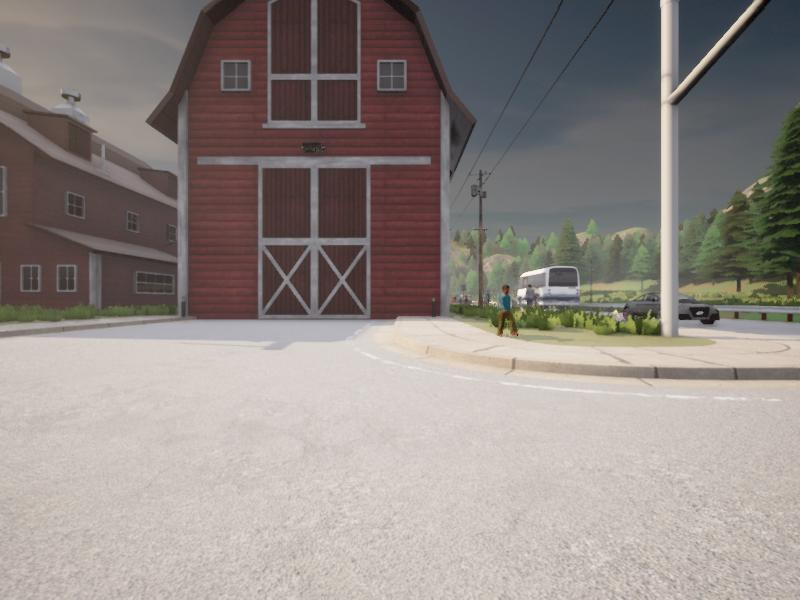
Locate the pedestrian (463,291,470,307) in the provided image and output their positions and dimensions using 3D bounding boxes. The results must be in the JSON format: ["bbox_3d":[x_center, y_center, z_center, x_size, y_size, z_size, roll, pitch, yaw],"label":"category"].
[{"bbox_3d":[7.883,-0.088,47.578,0.751,1.860,0.751,0,0,5],"label":"pedestrian"}]

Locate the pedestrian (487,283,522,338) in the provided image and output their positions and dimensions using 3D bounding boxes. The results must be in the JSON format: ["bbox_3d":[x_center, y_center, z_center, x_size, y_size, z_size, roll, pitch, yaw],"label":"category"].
[{"bbox_3d":[2.150,0.208,8.247,0.500,1.100,0.500,0,0,-28],"label":"pedestrian"}]

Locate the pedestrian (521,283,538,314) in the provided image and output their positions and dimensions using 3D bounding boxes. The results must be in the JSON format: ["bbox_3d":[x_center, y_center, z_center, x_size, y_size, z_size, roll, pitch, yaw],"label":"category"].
[{"bbox_3d":[7.757,-0.088,23.923,0.751,1.860,0.751,0,0,0],"label":"pedestrian"}]

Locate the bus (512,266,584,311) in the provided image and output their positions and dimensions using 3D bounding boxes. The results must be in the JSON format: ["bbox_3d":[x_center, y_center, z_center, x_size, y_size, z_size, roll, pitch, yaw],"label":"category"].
[{"bbox_3d":[15.411,-1.106,42.871,3.944,4.253,10.273,0,0,1],"label":"bus"}]

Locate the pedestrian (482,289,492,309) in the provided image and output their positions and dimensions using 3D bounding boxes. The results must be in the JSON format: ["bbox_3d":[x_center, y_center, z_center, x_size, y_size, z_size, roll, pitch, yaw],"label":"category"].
[{"bbox_3d":[8.337,-0.088,38.251,0.751,1.860,0.751,0,0,-6],"label":"pedestrian"}]

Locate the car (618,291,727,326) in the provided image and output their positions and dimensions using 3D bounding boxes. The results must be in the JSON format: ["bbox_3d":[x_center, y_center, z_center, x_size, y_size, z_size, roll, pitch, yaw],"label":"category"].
[{"bbox_3d":[11.792,0.335,17.706,1.994,1.385,4.181,0,0,0],"label":"car"}]
